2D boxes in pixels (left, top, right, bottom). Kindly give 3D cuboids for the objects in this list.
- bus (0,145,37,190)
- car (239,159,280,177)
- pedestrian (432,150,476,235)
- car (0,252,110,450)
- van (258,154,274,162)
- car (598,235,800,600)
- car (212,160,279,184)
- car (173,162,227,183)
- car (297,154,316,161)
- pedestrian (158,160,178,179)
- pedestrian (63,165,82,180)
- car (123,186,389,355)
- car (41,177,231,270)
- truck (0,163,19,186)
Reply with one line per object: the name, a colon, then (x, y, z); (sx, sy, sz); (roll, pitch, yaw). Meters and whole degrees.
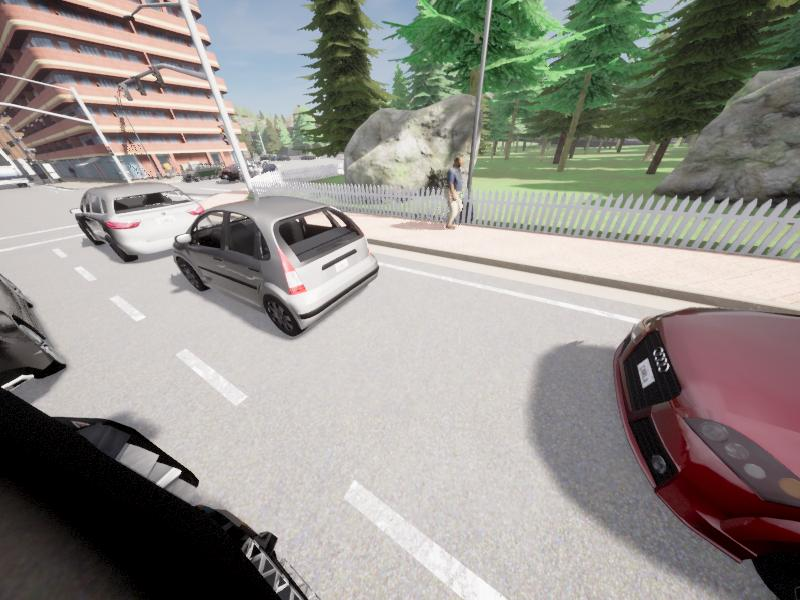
bus: (-49.467, -15.798, 27.735); (10.273, 4.253, 3.944); (16, 38, 27)
car: (-16.472, -15.684, 27.411); (1.970, 1.475, 3.806); (4, 34, 10)
pedestrian: (1.366, -2.788, 6.040); (0.751, 1.860, 0.751); (17, 38, 27)
car: (-6.015, 0.308, 2.584); (4.902, 1.511, 2.128); (16, 38, 27)
van: (-40.266, -42.606, 69.338); (4.442, 1.987, 1.775); (17, 38, 27)
car: (3.739, 1.000, 0.915); (4.181, 1.385, 1.994); (18, 39, 28)
car: (-14.626, -12.442, 22.335); (2.038, 1.542, 4.974); (10, 36, 19)
car: (-21.157, -13.660, 24.656); (1.789, 1.549, 3.705); (9, 35, 17)
car: (-26.365, -40.304, 65.317); (5.357, 1.411, 2.033); (20, 40, 31)
pedestrian: (-26.478, -14.947, 26.411); (0.751, 1.860, 0.751); (-15, 35, -18)
pedestrian: (-47.824, -18.668, 33.772); (0.751, 1.860, 0.751); (16, 38, 27)
car: (-2.423, -0.928, 4.081); (3.988, 1.617, 1.851); (16, 38, 27)
car: (-7.776, -2.547, 6.876); (4.611, 1.667, 2.242); (17, 38, 27)
truck: (-60.300, -18.902, 33.626); (8.468, 3.827, 2.891); (16, 38, 27)
